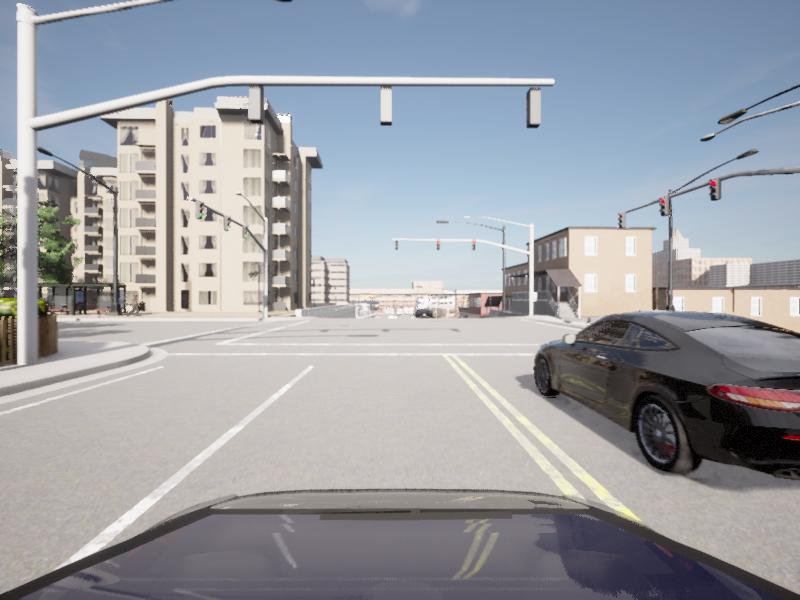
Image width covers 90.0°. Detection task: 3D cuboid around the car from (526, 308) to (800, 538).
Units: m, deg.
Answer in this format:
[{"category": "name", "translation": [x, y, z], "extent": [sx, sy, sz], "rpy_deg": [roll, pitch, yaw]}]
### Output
[{"category": "car", "translation": [3.244, 0.861, 4.998], "extent": [1.812, 1.442, 4.674], "rpy_deg": [0, 0, -1]}]

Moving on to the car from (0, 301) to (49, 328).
[{"category": "car", "translation": [-23.886, 0.811, 23.399], "extent": [4.792, 1.488, 2.163], "rpy_deg": [0, 0, 0]}]

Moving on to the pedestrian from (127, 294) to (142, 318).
[{"category": "pedestrian", "translation": [-20.662, 0.436, 31.183], "extent": [0.751, 1.860, 0.751], "rpy_deg": [0, 0, -12]}]

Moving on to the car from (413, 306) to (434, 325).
[{"category": "car", "translation": [2.571, 1.804, 45.150], "extent": [1.930, 1.638, 5.238], "rpy_deg": [0, -9, -1]}]
